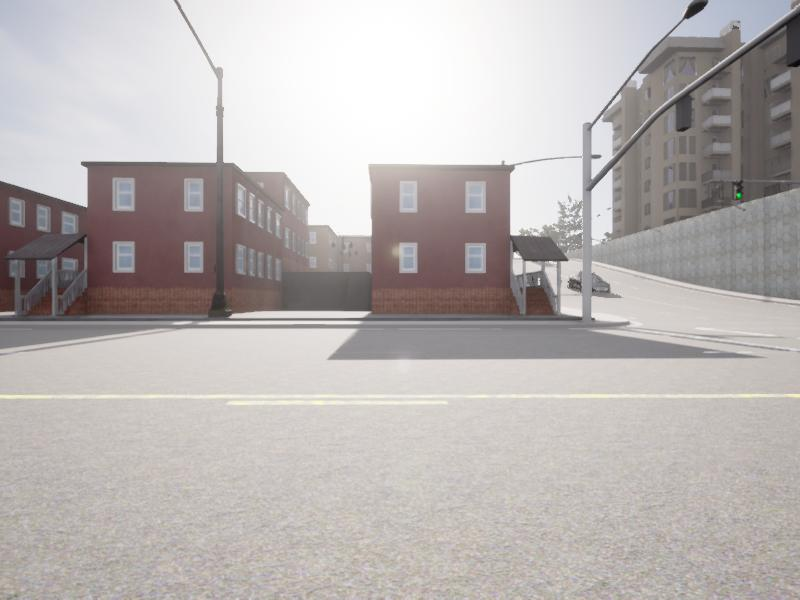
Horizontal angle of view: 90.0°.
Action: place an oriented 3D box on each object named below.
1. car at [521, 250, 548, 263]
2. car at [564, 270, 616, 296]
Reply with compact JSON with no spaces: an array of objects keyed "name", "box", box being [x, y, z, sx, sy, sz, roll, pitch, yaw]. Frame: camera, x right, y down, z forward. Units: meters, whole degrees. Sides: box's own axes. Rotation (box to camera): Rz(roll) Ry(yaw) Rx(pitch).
[{"name":"car","box":[19.350,-6.359,57.715,2.128,1.511,4.902,0,10,0]},{"name":"car","box":[16.037,-1.541,34.108,2.033,1.649,4.856,0,10,0]}]
